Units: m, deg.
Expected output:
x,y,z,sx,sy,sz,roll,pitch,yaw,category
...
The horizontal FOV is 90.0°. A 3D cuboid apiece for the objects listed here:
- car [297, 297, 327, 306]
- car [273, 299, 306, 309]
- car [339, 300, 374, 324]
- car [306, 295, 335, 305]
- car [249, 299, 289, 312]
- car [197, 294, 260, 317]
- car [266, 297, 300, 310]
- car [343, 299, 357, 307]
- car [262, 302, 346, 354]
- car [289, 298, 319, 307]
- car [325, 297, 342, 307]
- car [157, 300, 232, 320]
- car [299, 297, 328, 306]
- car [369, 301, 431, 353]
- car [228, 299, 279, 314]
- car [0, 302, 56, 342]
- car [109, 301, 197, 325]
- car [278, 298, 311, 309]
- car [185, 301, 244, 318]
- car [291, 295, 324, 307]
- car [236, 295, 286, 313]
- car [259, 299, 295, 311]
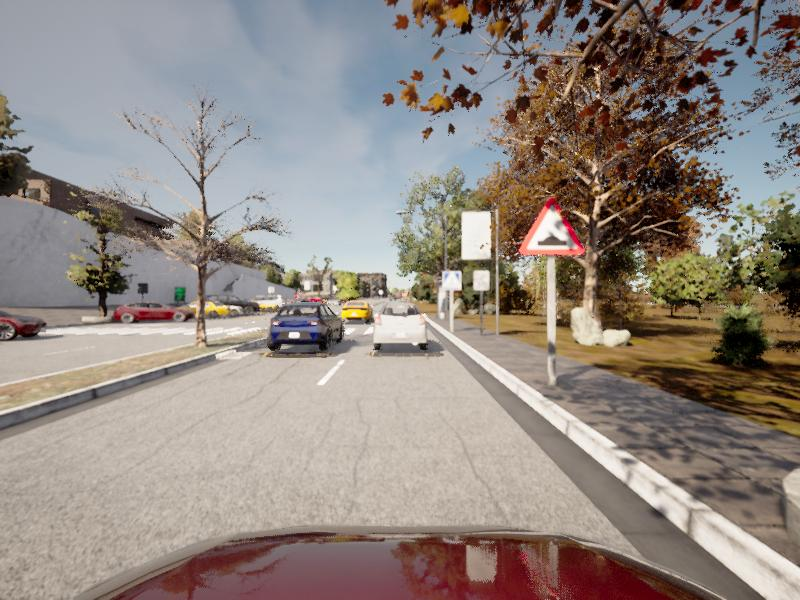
x,y,z,sx,sy,sz,roll,pitch,yaw,category
-16.580,0.280,75.602,5.366,1.575,1.946,-1,1,-20,car
-16.778,0.578,60.533,4.674,1.452,2.002,-1,1,-20,car
-2.976,0.789,28.376,1.882,1.535,5.008,0,0,0,car
-16.769,-0.095,84.516,5.566,2.045,2.435,-1,1,-20,car
-16.814,0.695,51.509,4.792,1.488,2.163,-1,1,-20,car
-16.783,0.520,39.527,5.566,2.045,2.435,-1,0,-20,car
-16.812,0.460,57.520,4.553,1.767,2.185,-1,1,-20,car
-8.692,0.480,70.280,1.895,1.301,4.718,0,1,0,car
-2.991,0.820,13.384,1.816,1.474,4.193,0,-1,0,car
-16.737,0.414,69.549,4.792,1.488,2.163,-1,1,-20,car
-11.691,0.361,70.568,2.242,1.667,4.611,0,1,0,car
-16.985,0.791,33.436,5.366,1.575,1.946,-1,0,-20,car
-16.924,0.241,78.469,5.366,1.575,1.946,-1,1,-20,car
0.011,0.806,13.681,1.845,1.501,3.633,0,0,0,car
-16.625,0.722,45.582,5.366,1.575,1.946,-1,0,-20,car
-16.813,0.847,15.506,4.792,1.488,2.163,-1,0,-20,car
-16.796,0.832,27.512,4.792,1.488,2.163,-1,0,-20,car
-16.764,0.489,63.532,5.008,1.535,2.097,-1,1,-20,car
-16.814,0.822,36.509,4.674,1.452,2.002,-1,0,-20,car
-16.738,0.084,72.547,5.566,2.045,2.435,-1,1,-20,car
-16.821,0.449,48.507,5.566,2.045,2.435,-1,1,-20,car
-16.787,0.671,54.534,4.674,1.452,2.002,-1,0,-20,car
